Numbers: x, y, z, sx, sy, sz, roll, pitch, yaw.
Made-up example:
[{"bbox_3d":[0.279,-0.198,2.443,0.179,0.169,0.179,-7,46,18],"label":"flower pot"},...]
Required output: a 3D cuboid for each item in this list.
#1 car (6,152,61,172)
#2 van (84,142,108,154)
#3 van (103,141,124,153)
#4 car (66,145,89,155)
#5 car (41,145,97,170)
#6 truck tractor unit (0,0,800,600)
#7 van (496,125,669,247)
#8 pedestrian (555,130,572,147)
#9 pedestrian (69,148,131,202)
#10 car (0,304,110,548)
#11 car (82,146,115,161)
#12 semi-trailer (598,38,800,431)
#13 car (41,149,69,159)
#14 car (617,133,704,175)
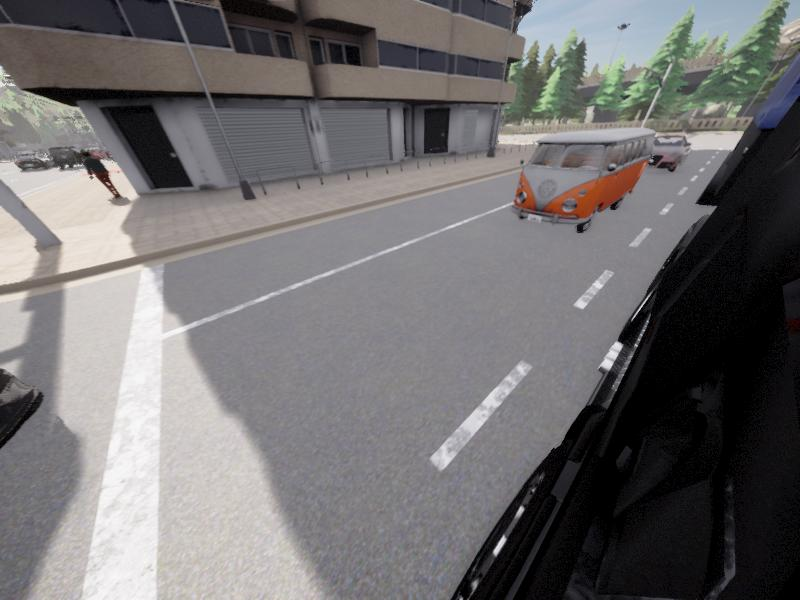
[{"bbox_3d":[-42.689,-16.246,27.102,2.038,1.542,4.974,-27,43,-29],"label":"car"},{"bbox_3d":[-84.792,-42.543,64.537,2.351,2.431,6.366,-28,43,-29],"label":"van"},{"bbox_3d":[-82.020,-43.909,66.191,2.351,2.431,6.366,-28,43,-29],"label":"van"},{"bbox_3d":[-86.690,-40.421,62.141,2.150,2.045,5.566,-28,43,-29],"label":"car"},{"bbox_3d":[-38.216,-16.630,26.883,2.150,2.045,5.566,-28,43,-29],"label":"car"},{"bbox_3d":[2.645,-0.295,0.351,6.516,4.208,3.053,-28,44,-30],"label":"truck tractor unit"},{"bbox_3d":[4.750,-3.225,6.031,4.442,1.987,1.775,-28,43,-30],"label":"van"},{"bbox_3d":[15.332,-15.169,21.688,0.751,1.300,0.751,-28,43,-29],"label":"pedestrian"},{"bbox_3d":[-12.521,-5.248,9.711,0.751,1.860,0.751,27,46,33],"label":"pedestrian"},{"bbox_3d":[-5.075,1.480,0.806,4.674,1.442,1.812,-16,39,-17],"label":"car"},{"bbox_3d":[-48.541,-23.680,37.323,2.242,1.667,4.611,-28,44,-30],"label":"car"},{"bbox_3d":[8.691,-3.606,4.240,14.254,4.402,2.717,-28,43,-30],"label":"semi-trailer"},{"bbox_3d":[-74.025,-31.411,49.640,2.163,1.488,4.792,-28,43,-29],"label":"car"},{"bbox_3d":[13.238,-7.508,11.745,4.181,1.385,1.994,-28,44,-30],"label":"car"}]
